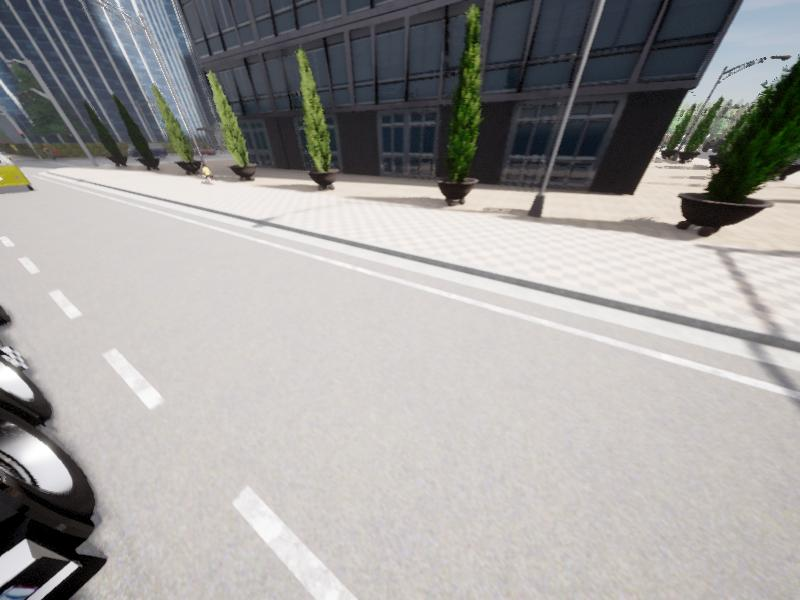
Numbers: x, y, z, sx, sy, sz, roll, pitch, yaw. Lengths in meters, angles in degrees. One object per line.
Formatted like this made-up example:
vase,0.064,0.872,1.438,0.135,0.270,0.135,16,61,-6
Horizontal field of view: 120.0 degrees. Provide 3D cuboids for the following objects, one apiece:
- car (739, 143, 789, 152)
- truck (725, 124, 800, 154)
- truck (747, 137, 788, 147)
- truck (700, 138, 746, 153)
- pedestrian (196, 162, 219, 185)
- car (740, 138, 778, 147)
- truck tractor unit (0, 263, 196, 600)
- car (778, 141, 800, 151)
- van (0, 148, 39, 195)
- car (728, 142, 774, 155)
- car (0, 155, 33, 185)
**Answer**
car,68.957,-29.002,43.869,4.718,1.301,1.895,18,39,24
truck,60.762,-27.159,38.993,2.891,3.827,8.468,17,39,24
truck,90.174,-38.814,56.825,4.478,2.038,2.069,18,39,24
truck,58.446,-28.172,41.983,2.390,2.098,6.274,17,39,24
pedestrian,-10.996,-7.233,13.232,0.500,1.100,0.500,17,39,24
car,91.563,-40.194,58.961,4.605,1.855,1.932,18,39,24
truck tractor unit,-5.108,-0.302,0.790,6.516,4.208,3.053,18,39,24
car,82.547,-31.619,47.298,4.611,1.667,2.242,18,39,24
van,-22.584,-7.172,12.790,4.442,1.987,1.775,21,40,27
car,54.049,-23.470,35.764,1.882,1.535,5.008,18,39,24
car,-27.787,-8.892,15.713,4.514,1.525,2.007,18,39,24
